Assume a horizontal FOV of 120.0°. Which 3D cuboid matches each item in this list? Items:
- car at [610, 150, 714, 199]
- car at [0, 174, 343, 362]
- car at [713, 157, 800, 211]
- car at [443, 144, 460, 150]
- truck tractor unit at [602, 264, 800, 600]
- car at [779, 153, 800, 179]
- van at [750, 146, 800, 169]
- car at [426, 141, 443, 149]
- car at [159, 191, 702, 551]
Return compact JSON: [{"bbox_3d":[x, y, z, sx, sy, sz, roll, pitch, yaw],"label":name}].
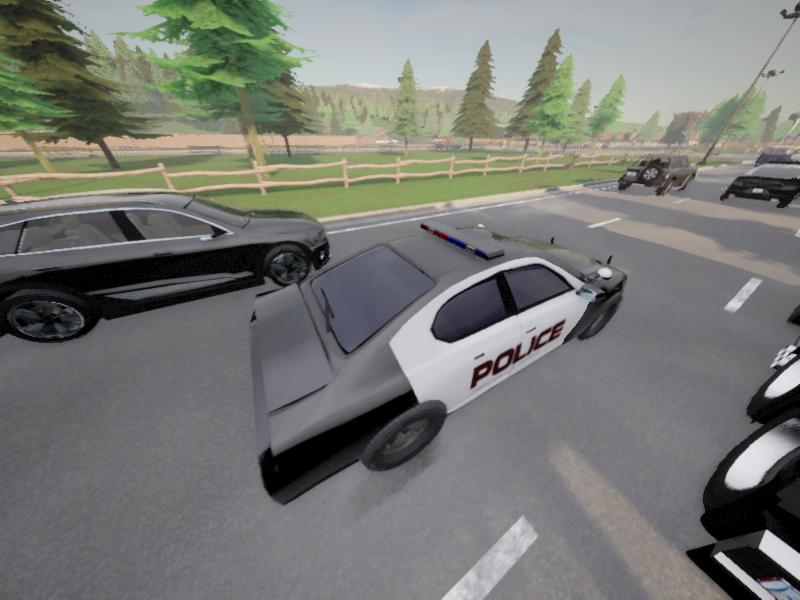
[{"bbox_3d":[13.927,-6.807,12.318,4.605,1.855,1.932,-18,39,-24],"label":"car"},{"bbox_3d":[-3.767,-0.960,3.935,4.856,1.649,2.033,-18,39,-24],"label":"car"},{"bbox_3d":[17.344,-5.513,10.699,5.238,1.638,1.930,-18,39,-24],"label":"car"},{"bbox_3d":[14.378,-42.495,64.108,4.181,1.385,1.994,-18,39,-25],"label":"car"},{"bbox_3d":[5.115,-0.293,0.791,6.516,4.208,3.053,-18,39,-24],"label":"truck tractor unit"},{"bbox_3d":[32.724,-10.520,18.041,4.611,1.667,2.242,-18,39,-24],"label":"car"},{"bbox_3d":[41.166,-15.694,25.303,4.442,1.987,1.775,-18,39,-24],"label":"van"},{"bbox_3d":[10.300,-45.981,68.658,4.605,1.855,1.932,-18,39,-25],"label":"car"},{"bbox_3d":[0.917,-0.132,2.882,4.974,1.542,2.038,-18,39,-24],"label":"car"}]
